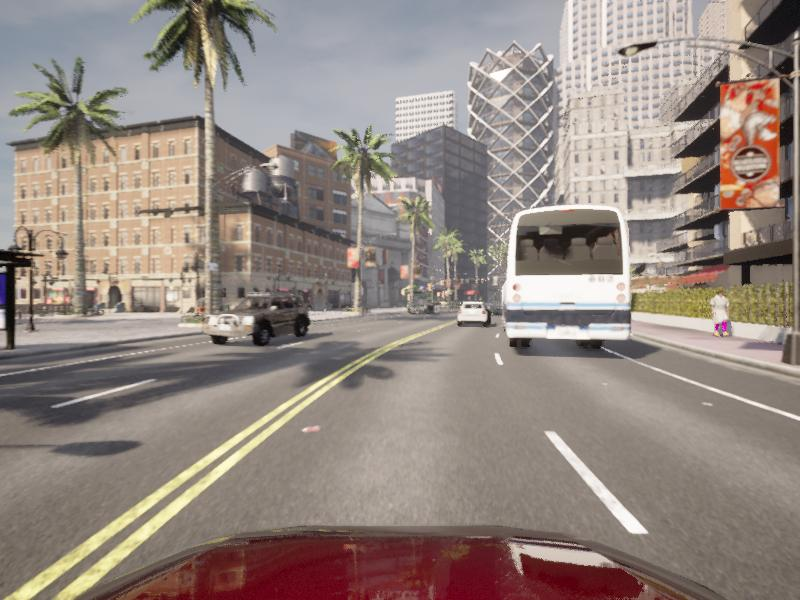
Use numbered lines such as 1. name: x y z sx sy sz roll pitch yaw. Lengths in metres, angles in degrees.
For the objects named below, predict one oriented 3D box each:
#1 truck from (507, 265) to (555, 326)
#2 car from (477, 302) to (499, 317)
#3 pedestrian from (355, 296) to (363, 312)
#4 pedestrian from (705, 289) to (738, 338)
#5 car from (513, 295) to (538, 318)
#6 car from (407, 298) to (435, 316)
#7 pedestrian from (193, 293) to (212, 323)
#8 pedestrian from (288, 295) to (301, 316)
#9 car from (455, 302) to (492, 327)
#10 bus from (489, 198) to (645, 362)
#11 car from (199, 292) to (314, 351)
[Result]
1. truck: 9.523 -0.298 29.681 2.891 3.827 8.468 0 0 16
2. car: 9.046 0.933 40.850 1.994 1.385 4.181 0 0 16
3. pedestrian: -4.734 0.496 46.235 0.751 1.860 0.751 0 0 21
4. pedestrian: 12.465 0.506 15.538 0.751 1.860 0.751 0 0 15
5. car: 12.171 0.598 39.051 2.150 2.045 5.566 0 0 16
6. car: 2.324 0.713 42.809 2.097 1.767 4.553 0 0 16
7. pedestrian: -12.433 0.479 25.201 0.751 1.860 0.751 0 0 7
8. pedestrian: -9.219 0.486 34.975 0.751 1.860 0.751 0 0 21
9. car: 4.788 0.869 25.700 1.970 1.475 3.806 0 0 15
10. bus: 5.582 -0.521 15.796 3.944 4.253 10.273 0 0 13
11. car: -5.178 0.643 15.273 1.932 1.855 4.605 0 2 13
